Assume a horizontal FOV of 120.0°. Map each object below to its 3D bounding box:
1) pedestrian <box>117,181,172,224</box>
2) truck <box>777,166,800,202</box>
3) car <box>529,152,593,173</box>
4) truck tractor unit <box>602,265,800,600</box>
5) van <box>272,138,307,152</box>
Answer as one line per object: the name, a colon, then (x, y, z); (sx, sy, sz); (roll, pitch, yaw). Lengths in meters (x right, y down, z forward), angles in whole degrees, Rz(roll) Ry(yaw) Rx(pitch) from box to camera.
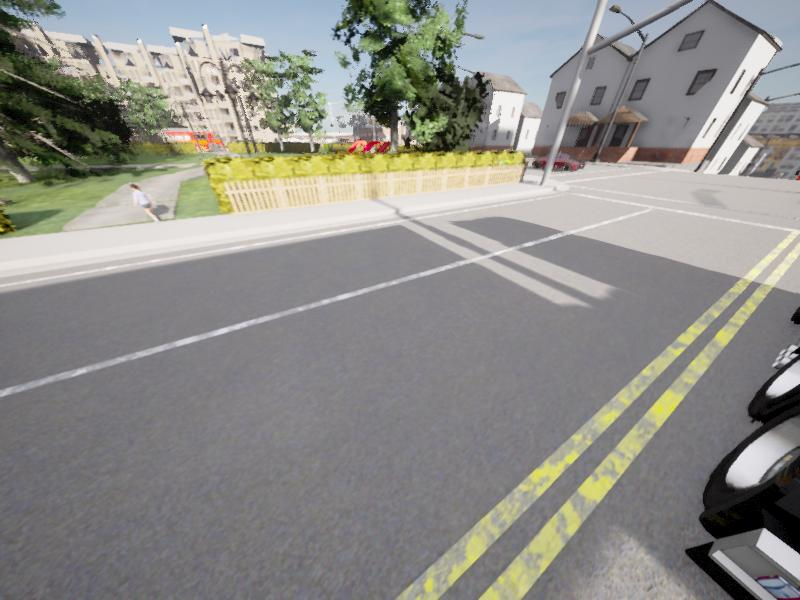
pedestrian: (-7.509, -2.884, 6.844); (0.500, 1.100, 0.500); (3, 35, 4)
truck: (39.652, -11.181, 22.217); (5.204, 2.467, 2.627); (-5, 32, -32)
car: (14.556, -12.650, 21.136); (1.994, 1.385, 4.181); (-21, 40, -27)
truck tractor unit: (5.113, -0.298, 0.780); (6.516, 4.208, 3.053); (-18, 39, -24)
van: (-25.014, -35.244, 52.434); (6.366, 2.431, 2.351); (-17, 38, -23)
